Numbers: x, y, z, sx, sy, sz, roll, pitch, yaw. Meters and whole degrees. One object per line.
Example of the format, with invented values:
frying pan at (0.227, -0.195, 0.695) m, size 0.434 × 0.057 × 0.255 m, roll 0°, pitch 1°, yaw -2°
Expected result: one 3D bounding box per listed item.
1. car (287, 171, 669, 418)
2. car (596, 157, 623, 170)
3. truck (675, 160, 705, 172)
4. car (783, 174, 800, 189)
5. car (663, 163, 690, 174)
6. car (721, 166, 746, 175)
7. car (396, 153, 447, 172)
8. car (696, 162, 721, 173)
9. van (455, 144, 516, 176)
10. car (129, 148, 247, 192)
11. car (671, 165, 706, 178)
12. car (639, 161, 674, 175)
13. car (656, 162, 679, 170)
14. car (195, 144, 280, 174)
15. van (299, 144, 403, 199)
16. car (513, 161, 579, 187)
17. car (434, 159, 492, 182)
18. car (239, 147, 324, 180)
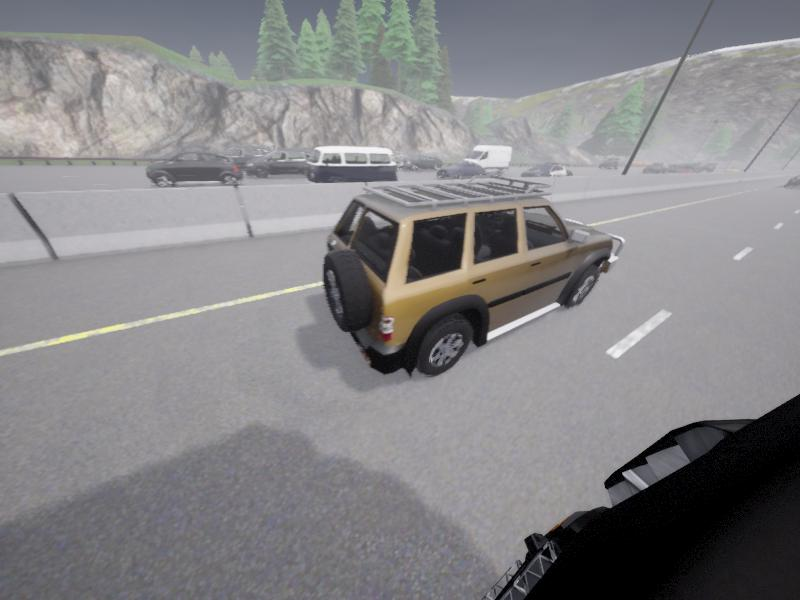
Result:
car at (1.199, -0.708, 3.375) m, size 4.605 × 1.855 × 1.932 m, roll -16°, pitch 38°, yaw -26°
car at (38.769, -25.154, 42.709) m, size 3.866 × 1.878 × 1.905 m, roll -16°, pitch 38°, yaw -26°
truck at (68.003, -31.470, 54.162) m, size 6.274 × 2.098 × 2.390 m, roll -16°, pitch 38°, yaw -26°
car at (47.158, -13.813, 26.943) m, size 4.718 × 1.301 × 1.895 m, roll -16°, pitch 38°, yaw -26°
car at (50.318, -23.876, 42.001) m, size 3.988 × 1.617 × 1.851 m, roll -16°, pitch 38°, yaw -26°
car at (70.749, -27.527, 48.987) m, size 5.366 × 1.575 × 1.801 m, roll -16°, pitch 38°, yaw -26°
car at (2.274, -14.401, 24.239) m, size 4.902 × 1.511 × 2.128 m, roll -16°, pitch 38°, yaw -26°
car at (67.761, -29.050, 50.740) m, size 3.866 × 1.878 × 1.905 m, roll -16°, pitch 38°, yaw -26°
van at (8.827, -14.472, 23.913) m, size 5.915 × 2.561 × 1.988 m, roll -16°, pitch 38°, yaw -26°
car at (-9.920, -6.370, 11.283) m, size 3.705 × 1.549 × 1.789 m, roll -16°, pitch 38°, yaw -26°
car at (44.389, -19.869, 35.571) m, size 4.514 × 1.525 × 2.007 m, roll -16°, pitch 38°, yaw -26°
car at (41.565, -21.414, 37.424) m, size 4.553 × 1.767 × 2.097 m, roll -16°, pitch 38°, yaw -26°
car at (65.004, -32.584, 56.194) m, size 4.902 × 1.511 × 2.128 m, roll -16°, pitch 38°, yaw -26°
car at (-11.722, -10.403, 17.065) m, size 4.611 × 1.667 × 2.242 m, roll -16°, pitch 38°, yaw -26°
van at (-2.332, -6.517, 11.637) m, size 4.480 × 2.038 × 2.069 m, roll -16°, pitch 38°, yaw -26°
car at (12.047, -10.486, 19.103) m, size 4.974 × 1.542 × 2.038 m, roll -17°, pitch 38°, yaw -26°
car at (5.150, -10.669, 19.009) m, size 4.181 × 1.385 × 1.994 m, roll -16°, pitch 38°, yaw -26°
car at (-7.919, -9.255, 15.637) m, size 4.611 × 1.667 × 2.242 m, roll -16°, pitch 38°, yaw -26°
